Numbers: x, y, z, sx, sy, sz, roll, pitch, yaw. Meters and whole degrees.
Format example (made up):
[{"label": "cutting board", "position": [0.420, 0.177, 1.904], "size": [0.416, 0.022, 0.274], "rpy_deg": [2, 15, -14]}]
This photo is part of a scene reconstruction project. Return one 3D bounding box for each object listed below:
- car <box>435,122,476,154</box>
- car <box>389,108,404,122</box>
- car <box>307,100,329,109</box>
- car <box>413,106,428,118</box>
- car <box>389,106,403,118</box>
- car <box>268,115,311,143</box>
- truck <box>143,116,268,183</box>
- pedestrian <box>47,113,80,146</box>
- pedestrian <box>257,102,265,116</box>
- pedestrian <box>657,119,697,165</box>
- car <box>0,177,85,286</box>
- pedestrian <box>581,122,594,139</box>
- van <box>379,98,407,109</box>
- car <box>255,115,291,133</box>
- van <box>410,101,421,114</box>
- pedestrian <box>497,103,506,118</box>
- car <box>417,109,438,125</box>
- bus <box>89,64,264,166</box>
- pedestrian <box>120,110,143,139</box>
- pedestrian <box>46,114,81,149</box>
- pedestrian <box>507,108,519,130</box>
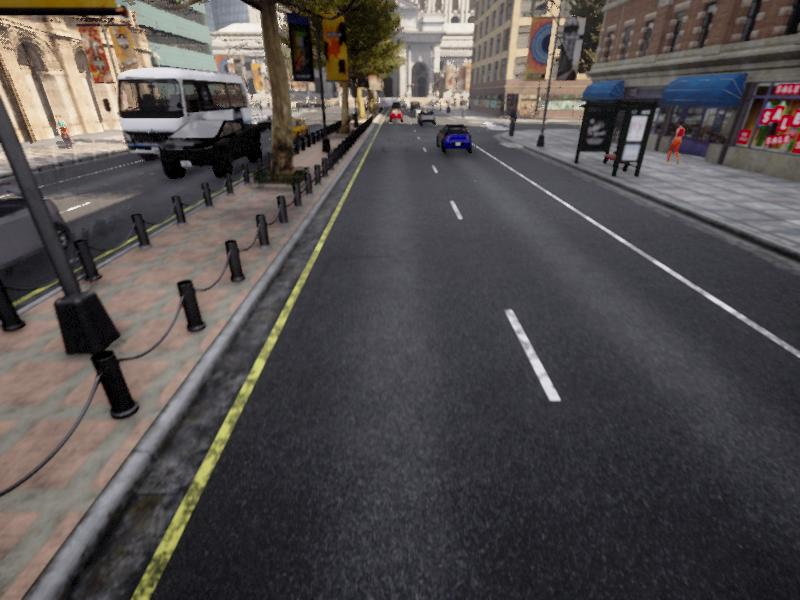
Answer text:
[{"label": "car", "position": [3.278, -9.980, 24.457], "size": [1.816, 1.474, 4.193], "rpy_deg": [0, 27, 0]}, {"label": "car", "position": [-0.477, -23.558, 50.831], "size": [1.789, 1.549, 3.705], "rpy_deg": [0, 27, 0]}, {"label": "car", "position": [-19.203, -45.722, 93.728], "size": [4.605, 1.855, 1.932], "rpy_deg": [0, 27, 0]}, {"label": "car", "position": [3.009, -28.084, 59.666], "size": [1.845, 1.501, 3.633], "rpy_deg": [-1, 27, -1]}, {"label": "car", "position": [-0.588, -29.290, 62.116], "size": [2.007, 1.525, 4.514], "rpy_deg": [0, 27, 0]}, {"label": "car", "position": [-8.280, -13.126, 30.511], "size": [1.801, 1.575, 5.366], "rpy_deg": [0, 27, 0]}, {"label": "truck", "position": [-8.158, -6.906, 17.822], "size": [2.390, 2.098, 6.274], "rpy_deg": [0, 27, 0]}, {"label": "pedestrian", "position": [-21.236, -10.769, 25.266], "size": [0.751, 1.860, 0.751], "rpy_deg": [5, 28, 10]}, {"label": "pedestrian", "position": [-21.138, -29.049, 60.880], "size": [0.751, 1.860, 0.751], "rpy_deg": [2, 27, 4]}, {"label": "pedestrian", "position": [12.510, -7.148, 18.101], "size": [0.751, 1.860, 0.751], "rpy_deg": [-3, 27, -5]}, {"label": "car", "position": [-8.053, -1.089, 7.112], "size": [1.845, 1.501, 3.633], "rpy_deg": [0, 27, 0]}, {"label": "pedestrian", "position": [13.472, -12.170, 28.715], "size": [0.500, 1.100, 0.500], "rpy_deg": [0, 27, 1]}, {"label": "van", "position": [-1.549, -46.031, 93.659], "size": [6.366, 2.431, 2.351], "rpy_deg": [0, 27, 0]}, {"label": "car", "position": [-11.847, -16.633, 37.664], "size": [1.895, 1.301, 4.718], "rpy_deg": [0, 27, 0]}, {"label": "van", "position": [2.764, -34.919, 72.488], "size": [1.775, 1.987, 4.442], "rpy_deg": [0, 27, 0]}, {"label": "pedestrian", "position": [13.840, -25.828, 54.492], "size": [0.751, 1.860, 0.751], "rpy_deg": [24, 36, 38]}, {"label": "car", "position": [3.068, -21.002, 45.874], "size": [2.007, 1.525, 4.514], "rpy_deg": [0, 27, 0]}, {"label": "bus", "position": [-11.572, -10.719, 22.904], "size": [3.944, 4.253, 10.273], "rpy_deg": [0, 27, -1]}, {"label": "pedestrian", "position": [-19.690, -12.877, 29.367], "size": [0.751, 1.860, 0.751], "rpy_deg": [-1, 27, -3]}, {"label": "pedestrian", "position": [-19.896, -9.960, 23.684], "size": [0.751, 1.860, 0.751], "rpy_deg": [0, 27, 0]}, {"label": "pedestrian", "position": [10.661, -17.084, 37.800], "size": [0.751, 1.860, 0.751], "rpy_deg": [-1, 27, -1]}]
